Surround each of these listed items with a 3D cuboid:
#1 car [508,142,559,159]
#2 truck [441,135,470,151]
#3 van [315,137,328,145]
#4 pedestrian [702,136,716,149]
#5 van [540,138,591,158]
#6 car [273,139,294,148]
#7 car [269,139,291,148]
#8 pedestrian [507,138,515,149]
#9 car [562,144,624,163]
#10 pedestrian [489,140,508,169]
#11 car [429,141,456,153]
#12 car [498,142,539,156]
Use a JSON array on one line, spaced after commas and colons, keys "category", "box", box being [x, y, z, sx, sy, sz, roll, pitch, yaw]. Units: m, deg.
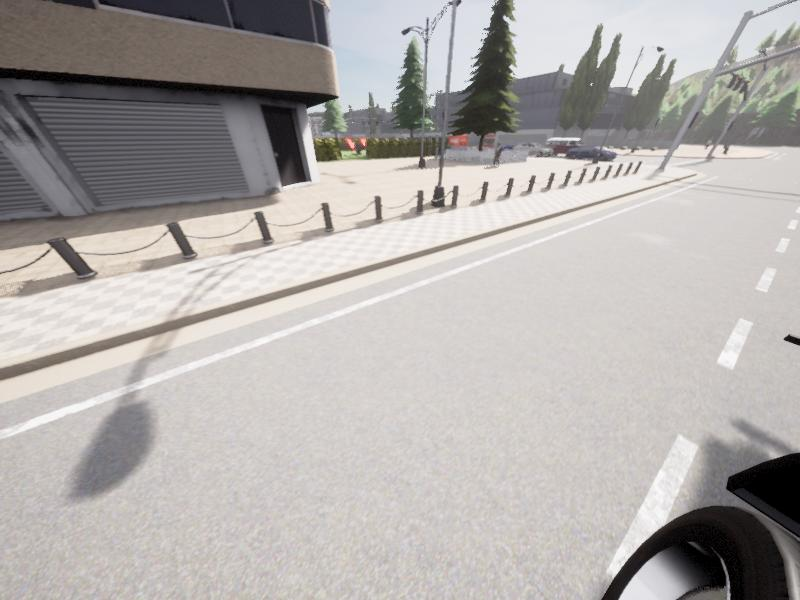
[{"category": "car", "box": [16.960, -19.238, 29.590, 2.152, 1.651, 5.027, -21, 40, -26]}, {"category": "truck", "box": [11.135, -32.090, 47.132, 2.627, 2.467, 5.204, -21, 41, -26]}, {"category": "van", "box": [-30.068, -60.842, 88.230, 2.351, 2.431, 6.366, -20, 40, -26]}, {"category": "pedestrian", "box": [54.922, -27.931, 41.057, 0.751, 1.860, 0.751, -25, 42, -30]}, {"category": "van", "box": [21.013, -19.529, 29.604, 2.069, 2.038, 4.480, -21, 40, -27]}, {"category": "car", "box": [-32.644, -43.783, 64.579, 4.605, 1.855, 1.932, -21, 40, -26]}, {"category": "car", "box": [-31.984, -41.622, 61.512, 4.605, 1.855, 1.932, -21, 40, -26]}, {"category": "pedestrian", "box": [22.666, -31.994, 47.094, 0.751, 1.860, 0.751, -24, 42, -30]}, {"category": "car", "box": [20.627, -15.878, 24.954, 1.812, 1.442, 4.674, -20, 40, -25]}, {"category": "pedestrian", "box": [7.662, -11.390, 18.043, 0.751, 1.860, 0.751, -27, 43, -33]}, {"category": "car", "box": [7.530, -27.542, 41.432, 2.033, 1.649, 4.856, -21, 40, -26]}, {"category": "car", "box": [17.416, -22.497, 34.277, 1.882, 1.535, 5.008, -21, 40, -26]}]
